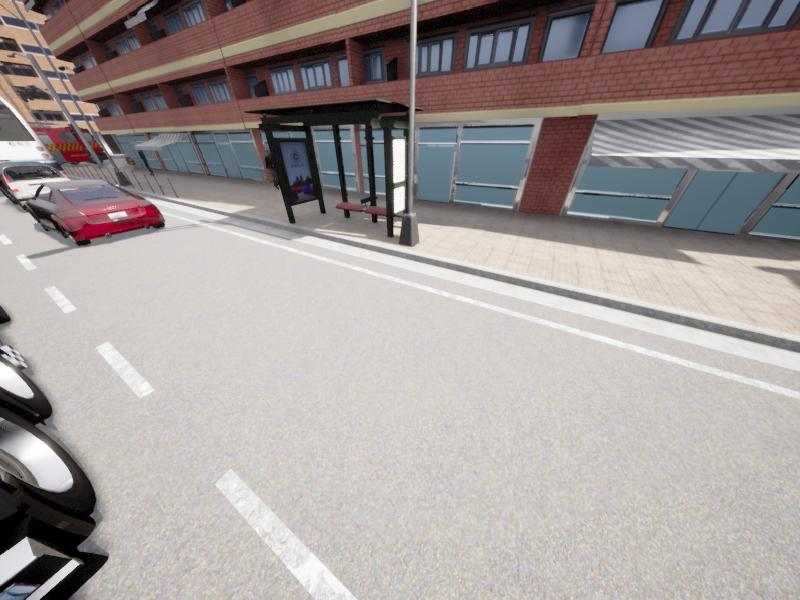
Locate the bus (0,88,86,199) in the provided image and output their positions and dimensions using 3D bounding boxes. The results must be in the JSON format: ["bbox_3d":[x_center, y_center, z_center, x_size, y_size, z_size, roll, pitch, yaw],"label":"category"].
[{"bbox_3d":[-23.284,-8.484,12.628,10.273,4.253,3.944,18,39,24],"label":"bus"}]

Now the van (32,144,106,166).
[{"bbox_3d":[-38.962,-17.302,27.383,1.775,1.987,4.442,18,39,25],"label":"van"}]

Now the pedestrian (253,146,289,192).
[{"bbox_3d":[-6.211,-6.362,11.238,0.751,1.860,0.751,18,39,25],"label":"pedestrian"}]

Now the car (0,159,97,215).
[{"bbox_3d":[-15.346,-4.889,9.721,3.988,1.617,1.851,18,39,24],"label":"car"}]

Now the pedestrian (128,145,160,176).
[{"bbox_3d":[-18.322,-10.014,16.570,0.751,1.860,0.751,-23,41,-29],"label":"pedestrian"}]

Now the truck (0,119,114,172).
[{"bbox_3d":[-35.983,-15.807,23.608,2.891,3.827,8.468,-5,35,-6],"label":"truck"}]

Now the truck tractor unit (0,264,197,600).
[{"bbox_3d":[-5.110,-0.301,0.779,6.516,4.208,3.053,18,39,24],"label":"truck tractor unit"}]

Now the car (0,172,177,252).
[{"bbox_3d":[-9.288,-2.824,6.922,4.181,1.385,1.994,17,38,23],"label":"car"}]
